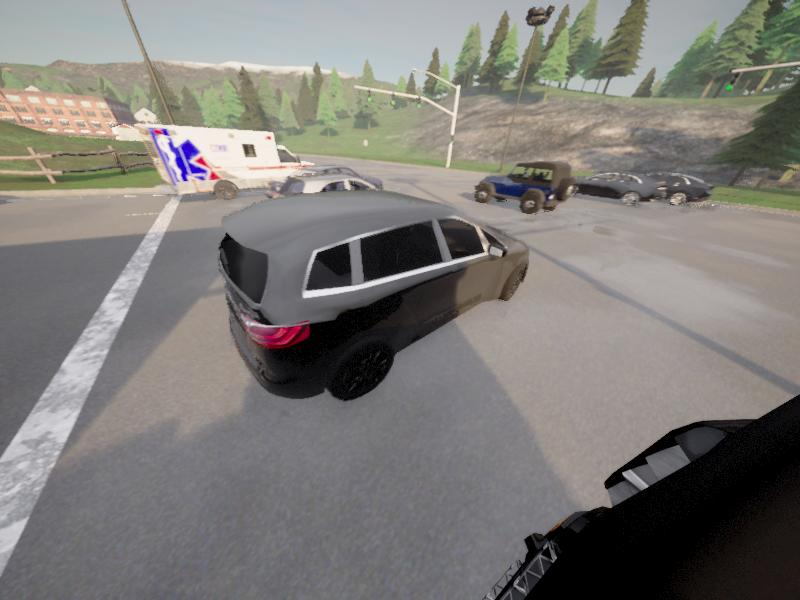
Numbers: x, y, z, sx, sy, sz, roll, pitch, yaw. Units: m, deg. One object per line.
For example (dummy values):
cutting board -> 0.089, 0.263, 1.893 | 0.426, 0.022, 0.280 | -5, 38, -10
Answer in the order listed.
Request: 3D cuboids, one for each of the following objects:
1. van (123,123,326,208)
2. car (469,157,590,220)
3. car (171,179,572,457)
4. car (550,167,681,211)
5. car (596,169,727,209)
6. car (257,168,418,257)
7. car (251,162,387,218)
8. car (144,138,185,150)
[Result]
van -> -6.905, -6.048, 10.290 | 2.351, 2.431, 6.366 | 28, 41, 31
car -> 5.417, -5.090, 10.229 | 1.905, 1.878, 3.866 | -21, 40, -32
car -> 0.111, -0.665, 3.396 | 4.611, 1.667, 2.242 | -22, 41, -34
car -> 11.814, -6.459, 13.094 | 2.128, 1.511, 4.902 | -21, 40, -31
car -> 15.412, -6.887, 14.013 | 1.837, 1.490, 4.892 | -20, 40, -30
car -> -1.448, -2.658, 6.413 | 1.845, 1.501, 3.633 | 30, 43, 34
car -> -2.901, -4.951, 9.867 | 2.033, 1.411, 5.357 | 20, 38, 24
car -> -42.585, -28.297, 41.883 | 4.892, 1.490, 1.837 | 2, 32, -1
